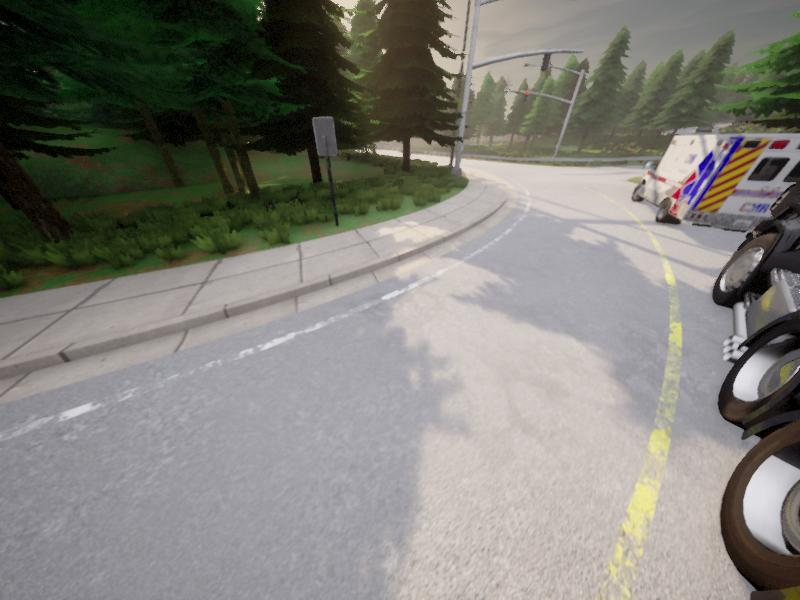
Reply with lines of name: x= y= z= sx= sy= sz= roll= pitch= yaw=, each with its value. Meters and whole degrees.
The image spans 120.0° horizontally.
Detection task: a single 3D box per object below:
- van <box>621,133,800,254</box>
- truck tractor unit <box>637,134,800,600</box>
van: x=10.336 y=-4.061 z=7.779 sx=2.351 sy=2.431 sz=6.366 roll=17 pitch=38 yaw=22
truck tractor unit: x=4.878 y=-0.480 z=1.063 sx=6.516 sy=4.208 sz=3.053 roll=-27 pitch=43 yaw=-34
